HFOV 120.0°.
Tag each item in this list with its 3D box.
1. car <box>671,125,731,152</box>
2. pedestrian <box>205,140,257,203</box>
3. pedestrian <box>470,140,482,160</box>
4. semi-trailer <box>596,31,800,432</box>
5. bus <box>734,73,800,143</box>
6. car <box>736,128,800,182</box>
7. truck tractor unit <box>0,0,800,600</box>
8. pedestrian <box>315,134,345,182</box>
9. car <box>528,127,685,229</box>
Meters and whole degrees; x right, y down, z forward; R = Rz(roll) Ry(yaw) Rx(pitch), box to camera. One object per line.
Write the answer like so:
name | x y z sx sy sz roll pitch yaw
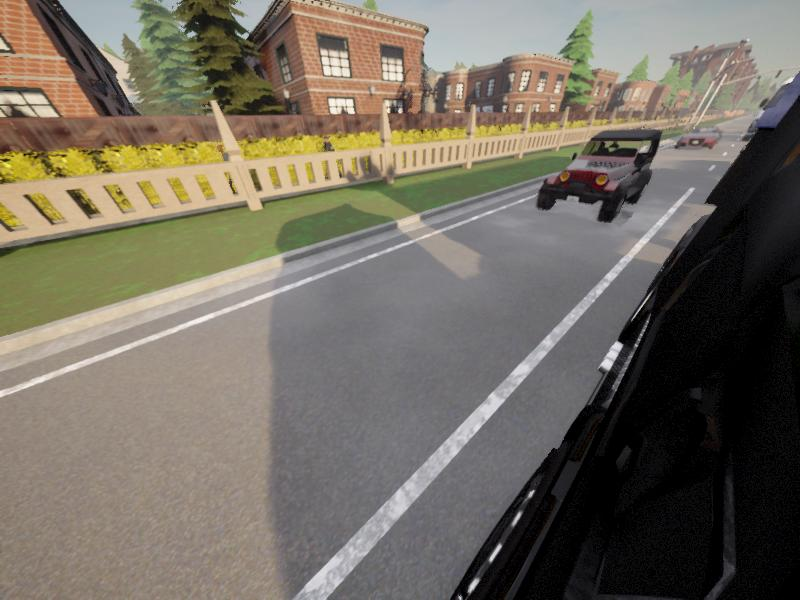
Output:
car | 22.670 -12.215 17.388 4.181 1.385 1.994 -27 43 -29
pedestrian | -6.009 -4.594 8.302 0.751 1.860 0.751 -28 44 -30
pedestrian | 5.190 -10.269 15.811 0.500 1.100 0.500 26 45 33
semi-trailer | 8.790 -3.541 4.135 14.254 4.402 2.717 -27 43 -29
bus | 33.922 -16.437 19.916 10.273 4.253 3.944 -27 43 -29
car | 16.254 -6.100 9.521 4.902 1.511 2.128 -27 42 -30
truck tractor unit | 2.645 -0.295 0.352 6.516 4.208 3.053 -28 44 -30
pedestrian | -3.295 -6.729 10.981 0.751 1.860 0.751 -27 43 -29
car | 5.849 -3.696 6.632 3.866 1.878 1.905 -27 43 -29
